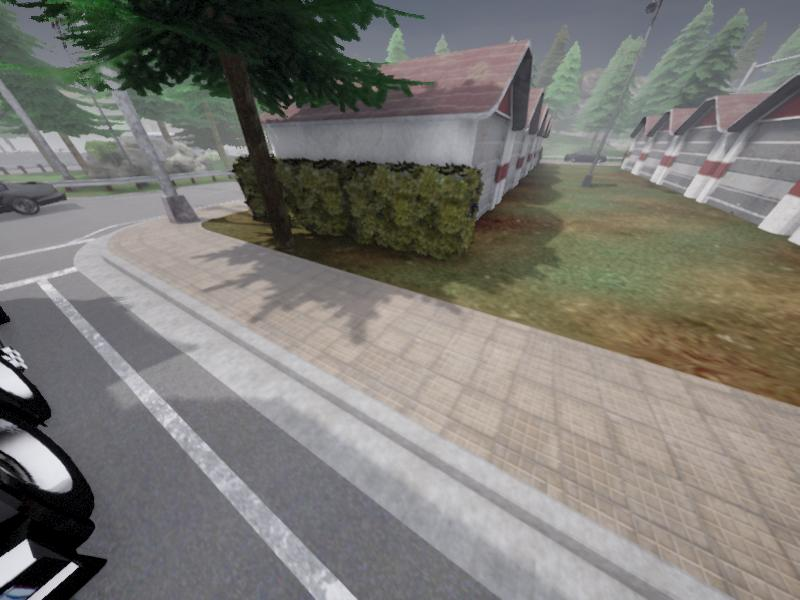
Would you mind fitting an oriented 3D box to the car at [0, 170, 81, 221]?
[{"bbox_3d":[-15.708,-3.334,7.867,2.033,1.411,5.357,8,35,11],"label":"car"}]

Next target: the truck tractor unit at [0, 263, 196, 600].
[{"bbox_3d":[-5.105,-0.307,0.791,6.516,4.208,3.053,18,38,24],"label":"truck tractor unit"}]
